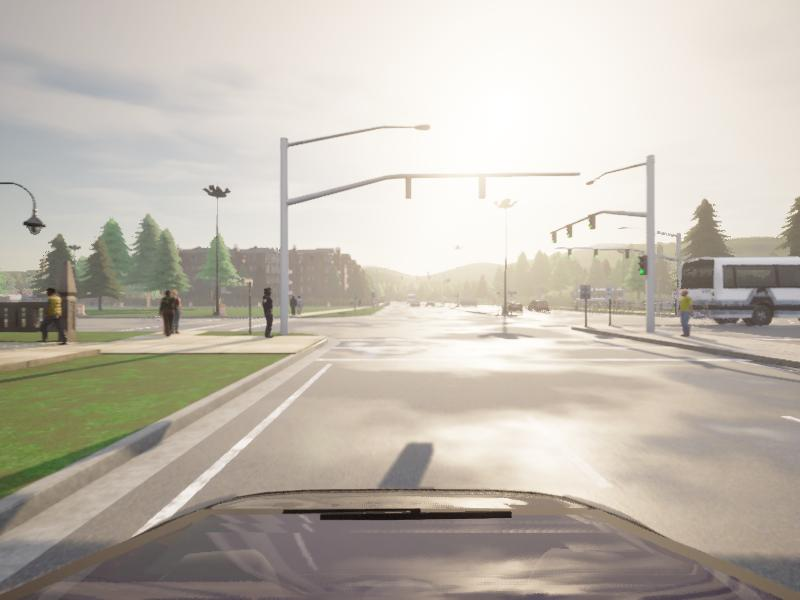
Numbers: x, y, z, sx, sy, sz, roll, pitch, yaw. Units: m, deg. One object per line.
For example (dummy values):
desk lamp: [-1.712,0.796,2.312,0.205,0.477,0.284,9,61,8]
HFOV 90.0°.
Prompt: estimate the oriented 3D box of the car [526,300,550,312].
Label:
car: [18.553,0.806,53.910,1.851,1.617,3.988,0,0,0]

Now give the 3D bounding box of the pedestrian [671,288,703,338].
pedestrian: [11.079,0.490,15.471,0.751,1.860,0.751,0,0,6]

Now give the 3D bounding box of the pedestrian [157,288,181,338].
pedestrian: [-8.875,0.490,15.361,0.751,1.860,0.751,0,0,-31]

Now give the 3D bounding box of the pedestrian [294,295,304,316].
pedestrian: [-9.384,0.497,37.147,0.751,1.860,0.751,0,0,-1]

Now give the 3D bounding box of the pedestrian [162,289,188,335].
pedestrian: [-9.410,0.491,16.732,0.751,1.860,0.751,0,0,-11]

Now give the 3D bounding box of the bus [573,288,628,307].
bus: [44.966,-0.506,89.942,10.273,4.253,3.944,0,0,0]

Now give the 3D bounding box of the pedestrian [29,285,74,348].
pedestrian: [-10.754,0.489,12.369,0.751,1.860,0.751,0,0,-8]

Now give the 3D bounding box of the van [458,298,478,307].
van: [15.777,0.628,93.381,4.442,1.987,1.775,0,0,0]

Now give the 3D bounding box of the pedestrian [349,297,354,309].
pedestrian: [-7.800,0.506,64.161,0.751,1.860,0.751,0,0,4]

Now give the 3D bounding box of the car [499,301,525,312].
car: [15.052,0.869,54.049,2.163,1.488,4.792,0,0,0]

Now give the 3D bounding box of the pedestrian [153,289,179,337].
pedestrian: [-9.334,0.491,16.003,0.751,1.860,0.751,0,0,-16]

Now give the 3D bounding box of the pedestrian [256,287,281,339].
pedestrian: [-4.798,0.460,14.638,0.751,1.860,0.751,0,0,-5]

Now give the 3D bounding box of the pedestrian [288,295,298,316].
pedestrian: [-9.681,0.497,36.317,0.751,1.860,0.751,0,0,-4]

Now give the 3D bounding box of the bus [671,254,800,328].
bus: [23.561,-0.525,25.247,10.273,4.253,3.944,0,0,0]
